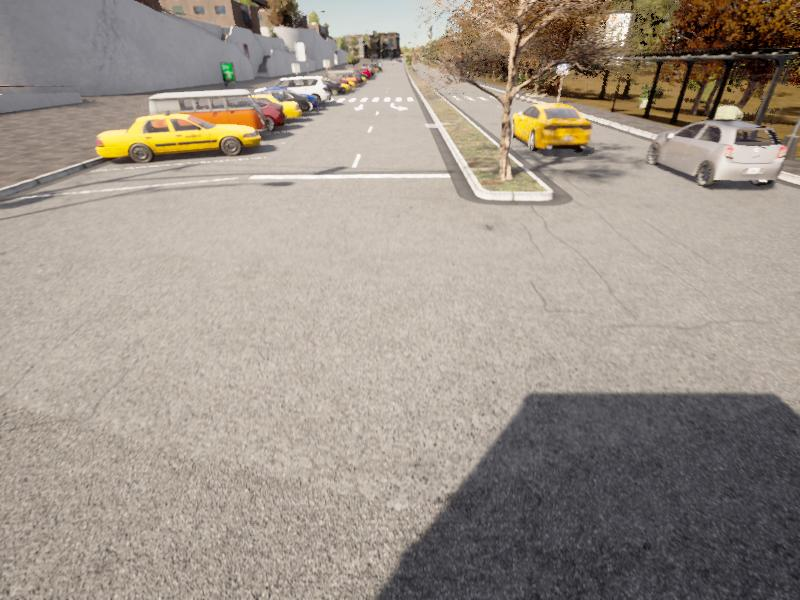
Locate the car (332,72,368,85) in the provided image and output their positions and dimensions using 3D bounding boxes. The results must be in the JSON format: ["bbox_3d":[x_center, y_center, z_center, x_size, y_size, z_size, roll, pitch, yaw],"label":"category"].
[{"bbox_3d":[-7.890,-35.018,63.253,5.366,1.575,1.946,-12,32,-16],"label":"car"}]

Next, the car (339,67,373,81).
[{"bbox_3d":[-8.091,-41.363,73.270,5.566,2.045,2.435,-12,33,-16],"label":"car"}]

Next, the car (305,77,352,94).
[{"bbox_3d":[-8.096,-24.274,45.241,4.792,1.488,2.163,-12,32,-16],"label":"car"}]

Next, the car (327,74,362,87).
[{"bbox_3d":[-8.059,-31.874,58.094,4.674,1.452,2.002,-12,33,-16],"label":"car"}]

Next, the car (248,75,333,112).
[{"bbox_3d":[-8.108,-15.389,29.705,5.566,2.045,2.435,-12,32,-16],"label":"car"}]

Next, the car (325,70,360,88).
[{"bbox_3d":[-7.962,-30.602,55.439,4.442,1.987,1.878,-12,32,-16],"label":"car"}]

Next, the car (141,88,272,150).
[{"bbox_3d":[-7.978,-7.743,16.969,4.442,1.987,1.878,-12,32,-16],"label":"car"}]

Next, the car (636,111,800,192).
[{"bbox_3d":[8.825,-4.356,11.428,1.845,1.501,3.633,0,31,0],"label":"car"}]

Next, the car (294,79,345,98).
[{"bbox_3d":[-8.068,-21.237,40.121,4.674,1.452,2.002,-12,32,-16],"label":"car"}]

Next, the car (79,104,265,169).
[{"bbox_3d":[-7.910,-6.033,14.544,5.366,1.575,1.946,-12,32,-16],"label":"car"}]

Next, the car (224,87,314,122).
[{"bbox_3d":[-8.072,-12.121,24.726,4.892,1.521,2.231,-12,33,-16],"label":"car"}]

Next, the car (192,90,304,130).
[{"bbox_3d":[-8.254,-10.557,22.110,5.366,1.575,1.946,-12,33,-16],"label":"car"}]

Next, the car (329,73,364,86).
[{"bbox_3d":[-8.089,-33.405,60.642,4.792,1.488,2.163,-12,33,-16],"label":"car"}]

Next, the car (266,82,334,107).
[{"bbox_3d":[-8.085,-16.707,32.413,4.892,1.521,2.231,-12,32,-16],"label":"car"}]

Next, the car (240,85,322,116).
[{"bbox_3d":[-8.084,-13.654,27.288,5.008,1.535,2.097,-12,32,-16],"label":"car"}]

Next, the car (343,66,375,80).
[{"bbox_3d":[-8.038,-44.486,78.389,5.566,2.045,2.435,-12,33,-16],"label":"car"}]

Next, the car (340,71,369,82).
[{"bbox_3d":[-8.055,-39.573,70.882,4.674,1.452,2.002,-12,33,-16],"label":"car"}]

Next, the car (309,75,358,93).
[{"bbox_3d":[-7.895,-25.861,47.860,5.366,1.575,1.946,-12,32,-16],"label":"car"}]

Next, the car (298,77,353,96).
[{"bbox_3d":[-7.898,-22.830,42.721,5.366,1.575,1.946,-12,32,-16],"label":"car"}]

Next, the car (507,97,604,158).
[{"bbox_3d":[5.823,-6.953,15.811,1.882,1.535,5.008,0,31,0],"label":"car"}]

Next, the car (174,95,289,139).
[{"bbox_3d":[-8.106,-9.026,19.612,4.792,1.488,2.163,-12,33,-16],"label":"car"}]

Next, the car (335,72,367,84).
[{"bbox_3d":[-8.034,-36.497,65.780,4.792,1.488,2.163,-12,32,-16],"label":"car"}]

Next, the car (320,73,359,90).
[{"bbox_3d":[-8.040,-28.971,52.887,4.553,1.767,2.185,-12,32,-16],"label":"car"}]
